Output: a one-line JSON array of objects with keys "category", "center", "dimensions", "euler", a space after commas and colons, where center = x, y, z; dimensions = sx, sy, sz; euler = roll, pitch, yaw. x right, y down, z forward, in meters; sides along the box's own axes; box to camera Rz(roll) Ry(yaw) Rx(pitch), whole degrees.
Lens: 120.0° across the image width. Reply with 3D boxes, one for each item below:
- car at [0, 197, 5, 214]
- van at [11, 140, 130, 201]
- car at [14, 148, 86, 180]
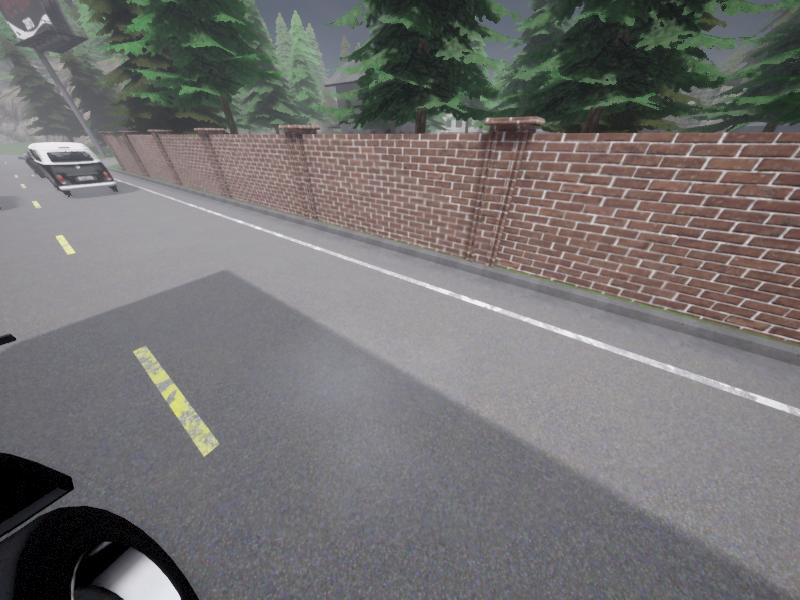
[{"category": "car", "center": [-16.292, -3.854, 8.085], "dimensions": [4.181, 1.385, 1.994], "euler": [22, 40, 27]}, {"category": "van", "center": [-15.523, -6.264, 10.935], "dimensions": [4.480, 2.038, 2.069], "euler": [22, 41, 27]}, {"category": "car", "center": [-24.010, -9.418, 15.824], "dimensions": [4.892, 1.490, 1.837], "euler": [22, 40, 27]}]
